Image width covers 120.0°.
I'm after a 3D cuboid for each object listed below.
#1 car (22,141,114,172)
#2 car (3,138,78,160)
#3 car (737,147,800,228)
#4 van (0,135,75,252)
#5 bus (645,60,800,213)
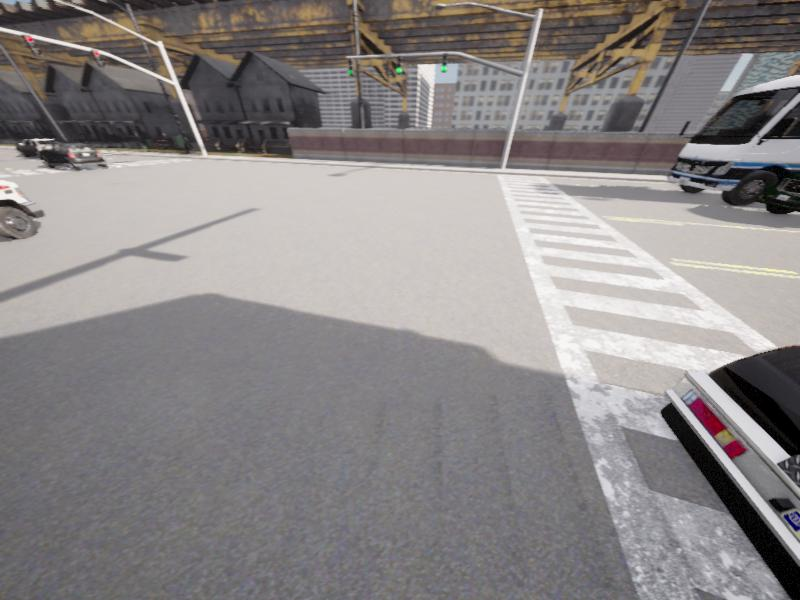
[{"bbox_3d":[-22.094,-9.671,15.465,3.705,1.549,1.789,10,37,12],"label":"car"},{"bbox_3d":[-32.029,-13.527,20.661,3.806,1.475,1.970,10,37,12],"label":"car"},{"bbox_3d":[15.446,-3.220,6.909,5.566,2.045,2.150,10,37,12],"label":"car"},{"bbox_3d":[-9.943,-1.097,3.095,2.351,2.431,6.366,-2,36,-5],"label":"van"},{"bbox_3d":[17.695,-5.776,8.612,10.273,4.253,3.944,10,37,12],"label":"bus"}]
